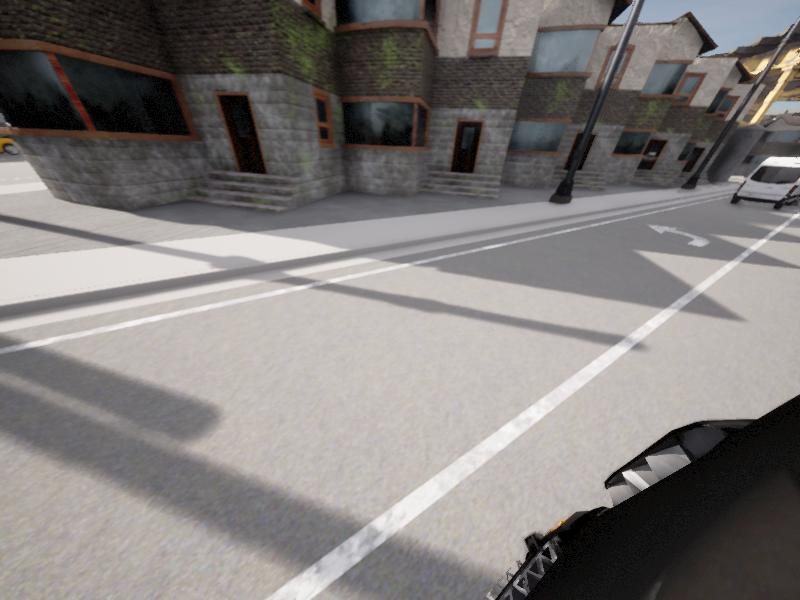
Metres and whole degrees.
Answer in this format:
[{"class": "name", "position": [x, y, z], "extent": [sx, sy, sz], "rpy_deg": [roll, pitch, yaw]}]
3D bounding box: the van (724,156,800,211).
[{"class": "van", "position": [23.472, -7.276, 14.299], "extent": [5.915, 2.561, 1.988], "rpy_deg": [-15, 38, -25]}]

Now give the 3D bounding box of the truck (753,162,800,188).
[{"class": "truck", "position": [49.500, -15.719, 28.961], "extent": [2.627, 2.467, 5.204], "rpy_deg": [11, 34, 11]}]

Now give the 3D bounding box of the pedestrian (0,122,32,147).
[{"class": "pedestrian", "position": [-36.702, -15.751, 22.018], "extent": [0.751, 1.860, 0.751], "rpy_deg": [4, 34, 1]}]

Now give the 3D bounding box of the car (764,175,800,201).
[{"class": "car", "position": [30.769, -8.622, 17.773], "extent": [3.633, 1.501, 1.845], "rpy_deg": [-13, 37, -22]}]

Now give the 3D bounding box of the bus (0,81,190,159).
[{"class": "bus", "position": [-26.197, -15.413, 20.394], "extent": [3.944, 4.253, 10.273], "rpy_deg": [10, 36, 11]}]

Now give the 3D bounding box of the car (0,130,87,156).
[{"class": "car", "position": [-30.622, -13.092, 19.201], "extent": [1.882, 1.535, 5.008], "rpy_deg": [11, 36, 11]}]
